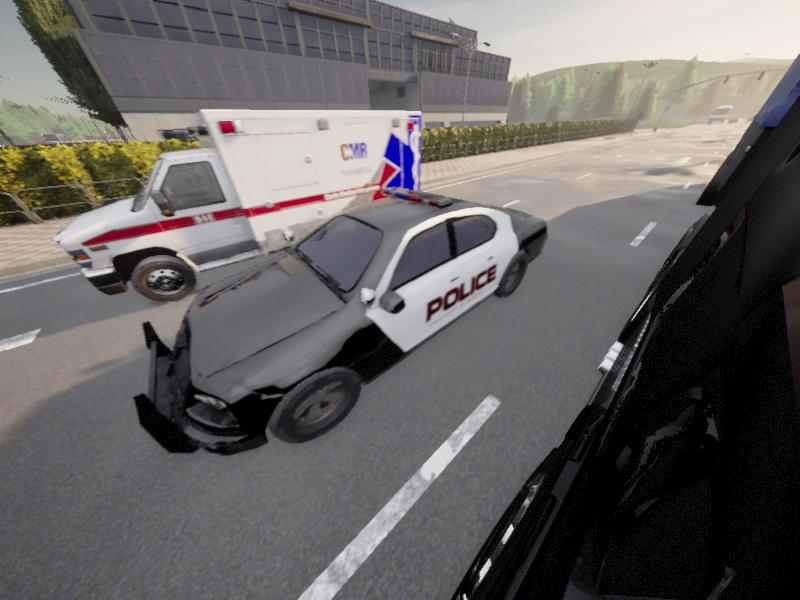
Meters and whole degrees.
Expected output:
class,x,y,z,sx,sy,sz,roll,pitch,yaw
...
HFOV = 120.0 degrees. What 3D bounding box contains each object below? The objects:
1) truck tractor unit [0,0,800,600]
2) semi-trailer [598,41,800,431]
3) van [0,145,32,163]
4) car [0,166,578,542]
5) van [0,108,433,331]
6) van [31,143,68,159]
class,x,y,z,sx,sy,sz,roll,pitch,yaw
truck tractor unit,2.645,-0.295,0.351,6.516,4.208,3.053,-28,44,-30
semi-trailer,8.702,-3.585,4.250,14.254,4.402,2.717,-28,44,-30
van,-58.855,-22.095,34.803,2.069,2.038,4.480,-27,43,-30
car,-0.129,-0.462,2.965,4.974,1.542,2.038,-28,44,-30
van,-2.437,-2.341,4.863,6.366,2.431,2.351,-28,44,-30
van,-57.861,-24.678,38.254,1.775,1.987,4.442,-27,43,-30
